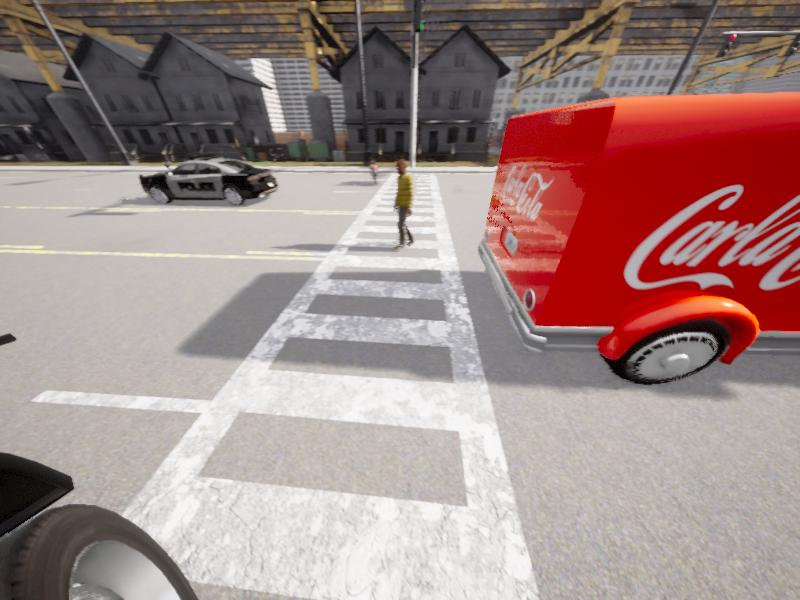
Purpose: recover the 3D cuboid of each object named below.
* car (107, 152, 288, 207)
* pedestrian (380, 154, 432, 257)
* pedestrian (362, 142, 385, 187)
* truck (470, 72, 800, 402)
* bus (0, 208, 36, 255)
[{"bbox_3d":[-7.654,-4.845,9.206,5.238,1.638,1.930,3,36,5],"label":"car"},{"bbox_3d":[0.102,-1.994,4.961,0.751,1.860,0.751,-14,38,-19],"label":"pedestrian"},{"bbox_3d":[-1.306,-6.789,11.619,0.751,1.860,0.751,-18,39,-23],"label":"pedestrian"},{"bbox_3d":[3.904,-0.734,2.709,5.204,2.467,2.627,2,36,4],"label":"truck"},{"bbox_3d":[-14.546,-2.177,3.338,10.273,4.253,3.944,2,36,3],"label":"bus"}]
